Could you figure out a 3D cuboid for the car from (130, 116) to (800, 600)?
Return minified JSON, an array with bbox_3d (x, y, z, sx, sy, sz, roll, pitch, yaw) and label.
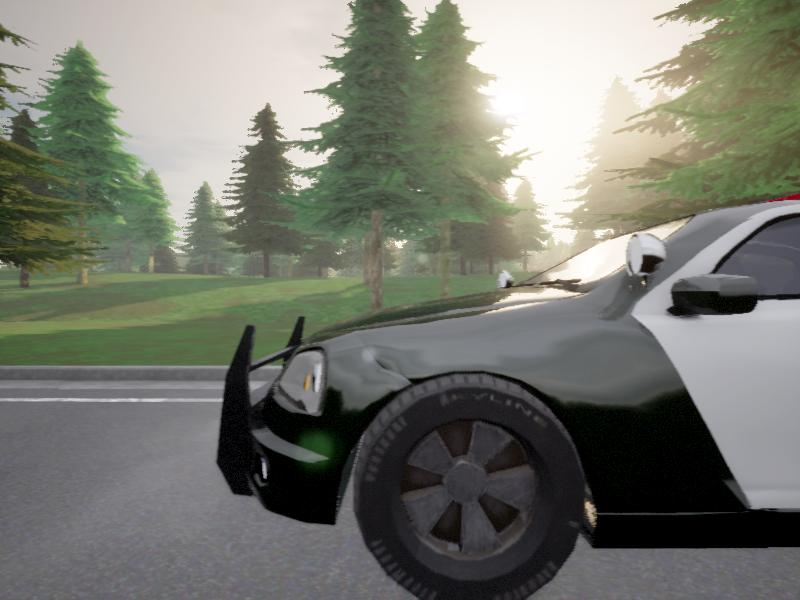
[{"bbox_3d":[1.690,0.226,2.201,4.974,1.542,2.038,0,0,0],"label":"car"}]
